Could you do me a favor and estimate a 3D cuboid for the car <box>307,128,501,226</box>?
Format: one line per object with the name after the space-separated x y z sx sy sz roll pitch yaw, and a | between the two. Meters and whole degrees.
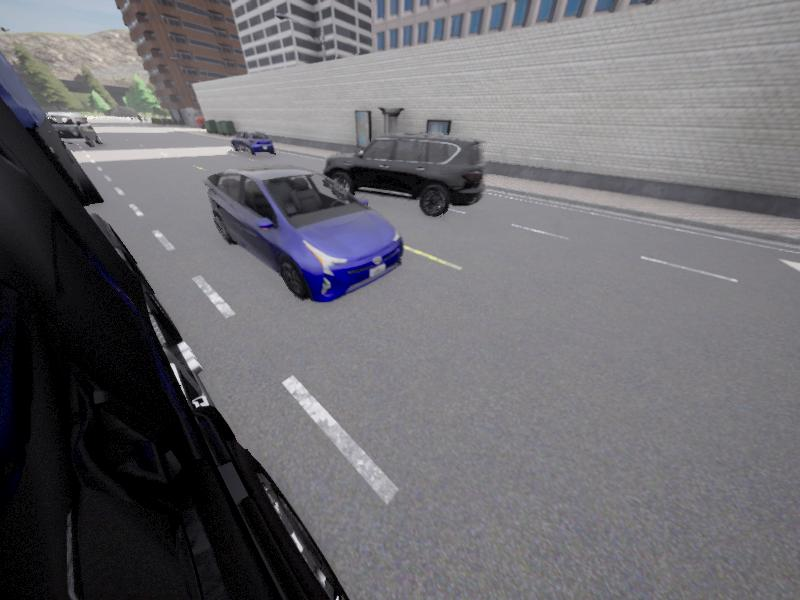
0.057 -4.326 7.716 5.566 2.045 2.150 17 39 18 | car

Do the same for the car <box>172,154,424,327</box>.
-2.037 -1.615 4.401 4.514 1.525 2.007 28 44 30 | car

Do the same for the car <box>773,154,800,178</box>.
37.987 -12.404 21.450 2.033 1.649 4.856 28 44 30 | car

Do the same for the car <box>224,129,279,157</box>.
-11.487 -12.206 17.895 4.193 1.474 1.816 28 44 30 | car

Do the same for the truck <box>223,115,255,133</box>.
-30.184 -32.996 43.322 5.204 2.467 2.615 28 44 30 | truck

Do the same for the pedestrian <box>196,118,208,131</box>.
-34.859 -30.968 40.753 0.751 1.860 0.751 -7 38 -12 | pedestrian

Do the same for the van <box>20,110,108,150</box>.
-23.849 -12.313 16.738 2.069 2.038 4.480 -22 43 -29 | van

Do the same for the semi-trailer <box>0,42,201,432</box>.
-8.683 -3.628 4.225 14.254 4.402 2.717 28 44 30 | semi-trailer

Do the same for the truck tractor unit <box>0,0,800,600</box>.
-2.645 -0.295 0.351 6.516 4.208 3.053 28 44 30 | truck tractor unit
